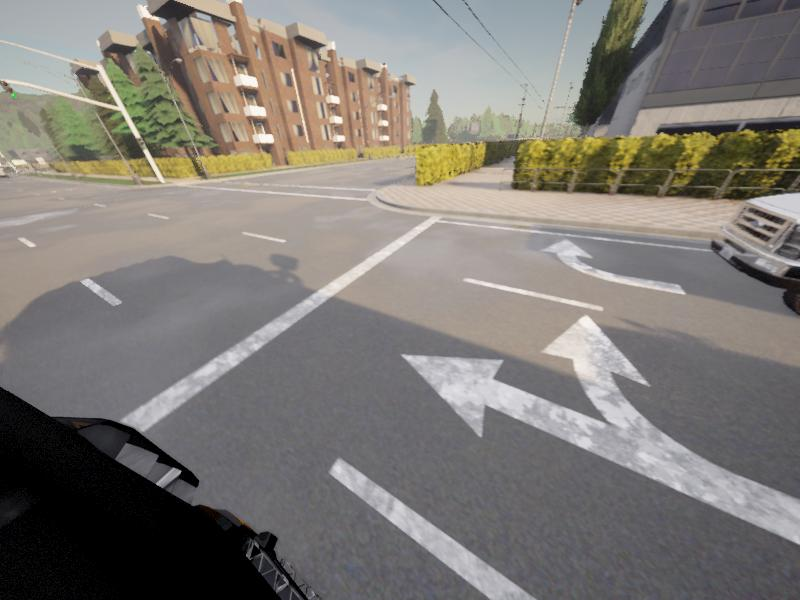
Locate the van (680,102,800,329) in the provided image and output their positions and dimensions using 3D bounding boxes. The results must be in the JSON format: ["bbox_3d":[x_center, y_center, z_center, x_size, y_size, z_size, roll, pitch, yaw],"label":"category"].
[{"bbox_3d":[7.985,-0.549,1.948,6.366,2.431,2.351,16,38,26],"label":"van"}]

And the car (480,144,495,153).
[{"bbox_3d":[19.633,-33.782,51.518,1.994,1.385,4.181,17,38,26],"label":"car"}]

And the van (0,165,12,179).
[{"bbox_3d":[-73.951,-23.530,41.992,5.915,2.561,1.988,16,38,26],"label":"van"}]

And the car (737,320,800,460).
[{"bbox_3d":[5.220,1.271,0.238,4.974,1.542,2.038,16,38,26],"label":"car"}]

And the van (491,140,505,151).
[{"bbox_3d":[24.545,-38.827,58.072,2.069,2.038,4.480,17,38,26],"label":"van"}]

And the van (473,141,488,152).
[{"bbox_3d":[20.189,-38.417,57.778,2.069,2.038,4.480,17,38,26],"label":"van"}]

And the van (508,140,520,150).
[{"bbox_3d":[28.934,-39.248,58.424,1.775,1.987,4.442,17,38,26],"label":"van"}]

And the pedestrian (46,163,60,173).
[{"bbox_3d":[-70.529,-26.836,46.956,0.751,1.860,0.751,15,38,24],"label":"pedestrian"}]

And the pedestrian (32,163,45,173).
[{"bbox_3d":[-82.911,-30.271,52.968,0.751,1.860,0.751,21,41,31],"label":"pedestrian"}]

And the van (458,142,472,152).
[{"bbox_3d":[16.498,-38.650,58.393,2.069,2.038,4.480,17,38,26],"label":"van"}]

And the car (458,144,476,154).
[{"bbox_3d":[14.474,-32.725,50.050,2.242,1.667,4.611,17,39,26],"label":"car"}]

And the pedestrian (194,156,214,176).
[{"bbox_3d":[-21.386,-14.633,25.232,0.751,1.860,0.751,17,38,26],"label":"pedestrian"}]
